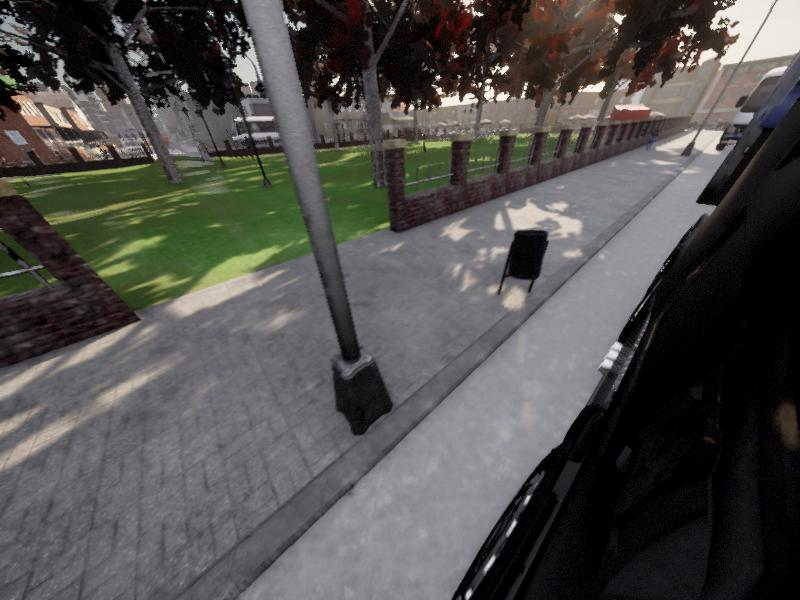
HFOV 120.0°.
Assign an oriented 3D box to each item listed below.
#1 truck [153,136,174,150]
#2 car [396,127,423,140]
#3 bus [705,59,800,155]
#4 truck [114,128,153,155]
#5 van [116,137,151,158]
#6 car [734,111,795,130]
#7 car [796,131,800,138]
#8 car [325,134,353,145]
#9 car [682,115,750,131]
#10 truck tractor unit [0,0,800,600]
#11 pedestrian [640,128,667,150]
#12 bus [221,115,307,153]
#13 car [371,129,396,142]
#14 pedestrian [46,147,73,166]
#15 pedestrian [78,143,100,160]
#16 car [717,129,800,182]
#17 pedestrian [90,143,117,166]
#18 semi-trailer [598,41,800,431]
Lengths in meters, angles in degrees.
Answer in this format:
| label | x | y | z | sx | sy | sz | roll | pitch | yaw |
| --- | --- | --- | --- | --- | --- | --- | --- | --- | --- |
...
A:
| label | x | y | z | sx | sy | sz | roll | pitch | yaw |
| --- | --- | --- | --- | --- | --- | --- | --- | --- | --- |
| truck | -56.583 | -37.587 | 55.317 | 2.627 | 2.467 | 5.204 | -29 | 44 | -30 |
| car | 2.052 | -34.841 | 48.274 | 5.566 | 2.045 | 2.150 | -31 | 45 | -32 |
| bus | 25.696 | -12.910 | 15.683 | 10.273 | 4.253 | 3.944 | -28 | 44 | -30 |
| truck | -49.701 | -29.858 | 43.455 | 2.891 | 3.827 | 8.468 | -28 | 44 | -30 |
| van | -41.690 | -24.039 | 36.347 | 2.351 | 2.431 | 6.366 | -28 | 44 | -30 |
| car | 49.119 | -24.290 | 31.329 | 1.905 | 1.878 | 3.866 | 3 | 37 | 7 |
| car | 37.573 | -15.415 | 20.244 | 4.605 | 1.855 | 1.932 | -29 | 44 | -30 |
| car | -11.537 | -30.477 | 43.826 | 4.674 | 1.442 | 1.812 | -29 | 44 | -30 |
| car | 44.823 | -25.184 | 33.007 | 1.930 | 1.638 | 5.238 | -14 | 38 | -15 |
| truck tractor unit | 2.645 | -0.295 | 0.351 | 6.516 | 4.208 | 3.053 | -28 | 44 | -30 |
| pedestrian | 18.282 | -11.637 | 16.705 | 0.751 | 1.300 | 0.751 | -29 | 44 | -31 |
| bus | -21.020 | -26.330 | 36.560 | 10.273 | 4.253 | 3.944 | -29 | 44 | -30 |
| car | -3.147 | -32.069 | 45.050 | 4.605 | 1.855 | 1.932 | -29 | 44 | -31 |
| pedestrian | -39.151 | -16.520 | 26.591 | 0.751 | 1.860 | 0.751 | -24 | 42 | -26 |
| pedestrian | -43.729 | -20.883 | 32.514 | 0.751 | 1.860 | 0.751 | -17 | 39 | -19 |
| car | 16.147 | -6.477 | 10.098 | 5.357 | 1.411 | 2.033 | -28 | 44 | -30 |
| pedestrian | -30.558 | -15.012 | 23.859 | 0.751 | 1.860 | 0.751 | -21 | 41 | -23 |
| semi-trailer | 8.689 | -3.614 | 4.234 | 14.254 | 4.402 | 2.717 | -28 | 44 | -30 |
